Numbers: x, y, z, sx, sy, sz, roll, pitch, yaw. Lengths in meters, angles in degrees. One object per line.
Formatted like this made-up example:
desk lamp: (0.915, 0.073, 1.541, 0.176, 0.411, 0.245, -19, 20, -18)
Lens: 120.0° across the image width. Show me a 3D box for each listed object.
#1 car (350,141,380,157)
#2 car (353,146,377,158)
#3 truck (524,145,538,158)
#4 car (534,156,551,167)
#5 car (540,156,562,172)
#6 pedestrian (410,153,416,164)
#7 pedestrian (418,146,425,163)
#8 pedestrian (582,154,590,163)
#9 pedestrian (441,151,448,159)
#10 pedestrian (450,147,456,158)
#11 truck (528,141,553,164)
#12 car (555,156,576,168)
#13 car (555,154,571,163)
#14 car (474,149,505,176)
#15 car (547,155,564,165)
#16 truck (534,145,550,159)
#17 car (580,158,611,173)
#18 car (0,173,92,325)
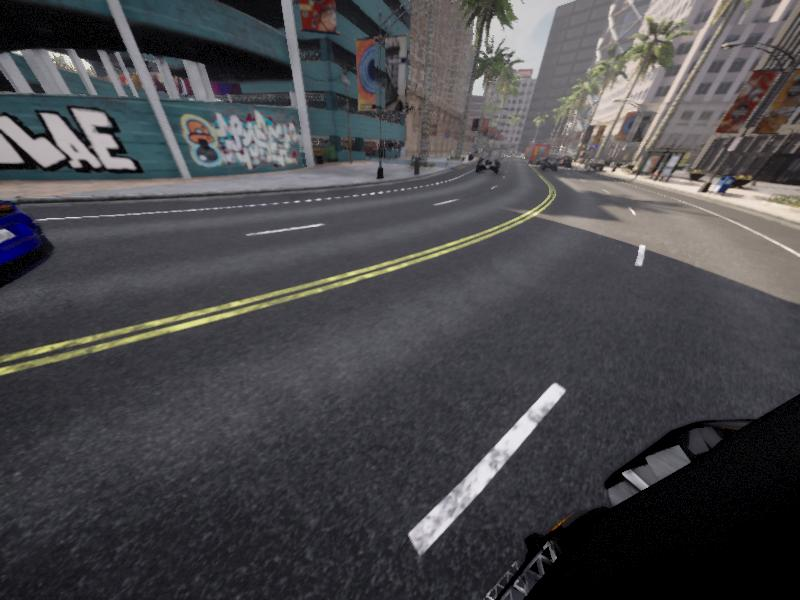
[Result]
car: (-5.823, -25.583, 39.091, 2.435, 2.045, 5.566, 15, 36, 17)
car: (-5.817, -25.288, 39.355, 2.007, 1.523, 4.514, 15, 36, 17)
truck: (46.419, -52.770, 82.042, 2.891, 3.827, 8.468, 15, 36, 18)
car: (25.627, -25.112, 41.749, 1.994, 1.385, 4.181, 15, 36, 17)
car: (20.781, -18.879, 31.995, 1.789, 1.549, 3.705, 15, 36, 17)
pedestrian: (1.612, -17.660, 28.818, 0.500, 1.100, 0.500, 12, 35, 13)
pedestrian: (2.923, -19.562, 31.053, 0.751, 1.860, 0.751, 8, 34, 7)
pedestrian: (48.166, -36.616, 59.726, 0.751, 1.860, 0.751, 15, 36, 18)
pedestrian: (8.081, -26.312, 41.931, 0.751, 1.300, 0.751, 15, 36, 17)
pedestrian: (10.641, -29.814, 46.807, 0.751, 1.860, 0.751, 15, 36, 17)
truck: (30.153, -31.960, 50.027, 2.891, 3.827, 8.468, 15, 36, 17)
car: (28.504, -23.879, 39.927, 1.851, 1.617, 3.988, 15, 36, 17)
car: (40.558, -35.193, 57.422, 2.185, 1.767, 4.553, 15, 36, 17)
car: (9.425, -14.391, 24.047, 2.150, 2.045, 5.566, 15, 36, 17)
car: (33.269, -30.066, 49.531, 2.128, 1.511, 4.902, 15, 36, 17)
truck: (49.644, -51.897, 80.997, 2.891, 3.827, 8.468, 15, 36, 18)
car: (29.225, -20.311, 34.772, 2.231, 1.521, 4.892, 15, 36, 17)
car: (-7.470, -0.326, 2.420, 4.514, 1.525, 2.007, -15, 38, -25)
